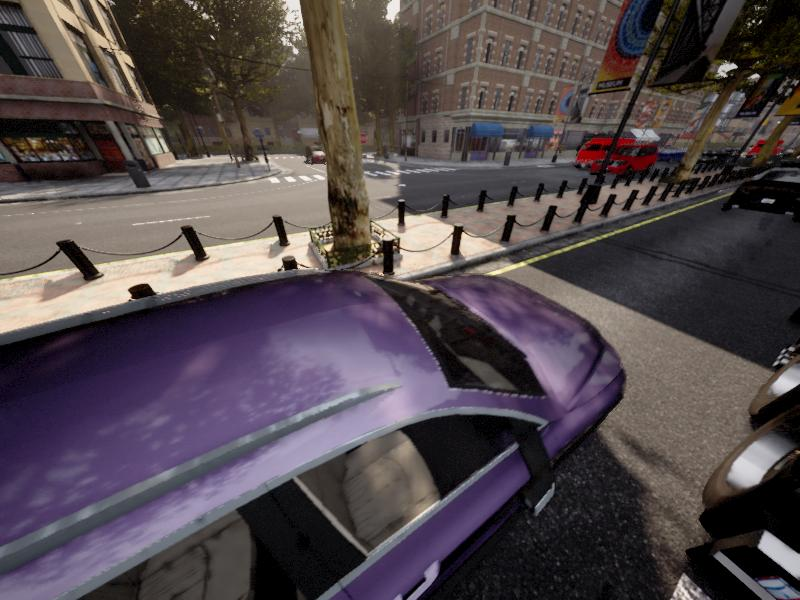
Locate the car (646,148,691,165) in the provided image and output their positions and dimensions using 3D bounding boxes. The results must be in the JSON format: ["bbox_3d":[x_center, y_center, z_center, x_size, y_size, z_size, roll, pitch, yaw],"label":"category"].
[{"bbox_3d":[32.947,-17.694,28.338,5.008,1.535,1.882,-18,39,-24],"label":"car"}]

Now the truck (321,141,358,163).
[{"bbox_3d":[-7.665,-18.638,28.882,2.390,2.098,6.274,-19,39,-25],"label":"truck"}]

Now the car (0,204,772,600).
[{"bbox_3d":[-0.431,0.707,1.557,4.856,1.649,2.033,-18,39,-24],"label":"car"}]

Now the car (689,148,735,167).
[{"bbox_3d":[35.099,-16.109,26.017,3.988,1.617,1.851,-18,39,-24],"label":"car"}]

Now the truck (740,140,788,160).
[{"bbox_3d":[57.257,-23.691,36.345,5.204,2.467,2.627,-18,39,-25],"label":"truck"}]

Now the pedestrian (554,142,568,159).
[{"bbox_3d":[22.246,-20.621,31.867,0.751,1.860,0.751,-17,38,-23],"label":"pedestrian"}]

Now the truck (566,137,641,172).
[{"bbox_3d":[18.588,-13.362,21.198,5.204,2.467,2.627,-17,38,-24],"label":"truck"}]

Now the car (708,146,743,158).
[{"bbox_3d":[54.221,-24.630,38.482,4.974,1.542,2.038,-18,39,-24],"label":"car"}]

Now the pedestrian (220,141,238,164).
[{"bbox_3d":[-16.731,-14.446,22.686,0.751,1.860,0.751,-12,37,-17],"label":"pedestrian"}]

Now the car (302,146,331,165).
[{"bbox_3d":[-9.364,-16.166,25.746,1.851,1.617,3.988,-19,39,-25],"label":"car"}]

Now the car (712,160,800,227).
[{"bbox_3d":[14.737,-4.248,8.784,5.238,1.638,1.930,-18,39,-24],"label":"car"}]

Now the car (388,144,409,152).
[{"bbox_3d":[-0.264,-34.193,51.929,4.181,1.385,1.994,-18,39,-24],"label":"car"}]

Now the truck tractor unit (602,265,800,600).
[{"bbox_3d":[5.110,-0.302,0.776,6.516,4.208,3.053,-18,39,-24],"label":"truck tractor unit"}]

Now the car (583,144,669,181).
[{"bbox_3d":[16.726,-10.294,17.129,5.566,2.045,2.150,-18,39,-24],"label":"car"}]

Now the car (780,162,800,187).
[{"bbox_3d":[26.038,-7.847,14.189,3.806,1.475,1.970,-18,39,-24],"label":"car"}]
